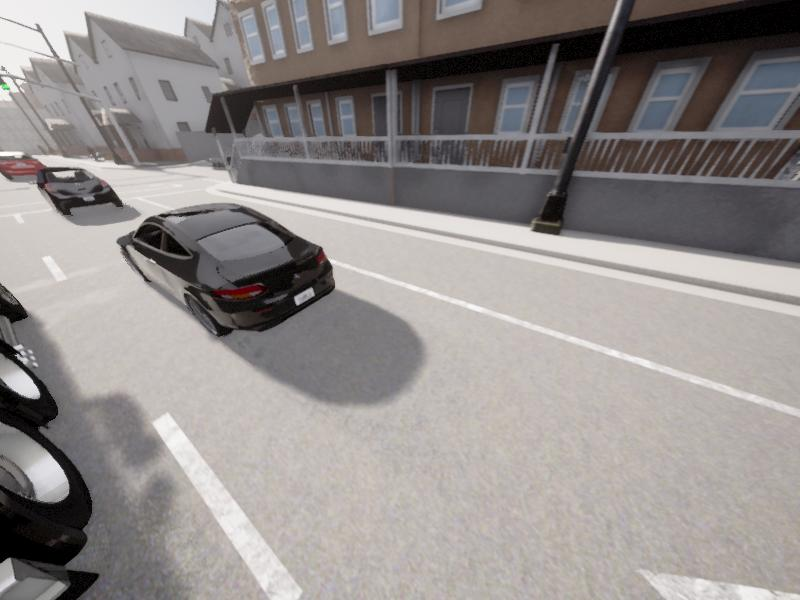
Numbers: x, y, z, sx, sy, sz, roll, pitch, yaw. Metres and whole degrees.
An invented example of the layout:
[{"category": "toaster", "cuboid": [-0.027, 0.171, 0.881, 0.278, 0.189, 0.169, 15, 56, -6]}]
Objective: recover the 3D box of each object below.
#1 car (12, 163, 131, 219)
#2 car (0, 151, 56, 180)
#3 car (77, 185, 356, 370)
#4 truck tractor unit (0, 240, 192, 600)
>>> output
[{"category": "car", "cuboid": [-13.117, -4.508, 9.275, 3.633, 1.501, 1.845, 20, 40, 26]}, {"category": "car", "cuboid": [-29.882, -10.646, 18.129, 4.611, 1.667, 2.242, 20, 39, 26]}, {"category": "car", "cuboid": [-3.237, -0.897, 4.072, 4.674, 1.442, 1.812, 20, 40, 26]}, {"category": "truck tractor unit", "cuboid": [-5.072, -0.334, 0.849, 6.516, 4.208, 3.053, 20, 39, 26]}]
